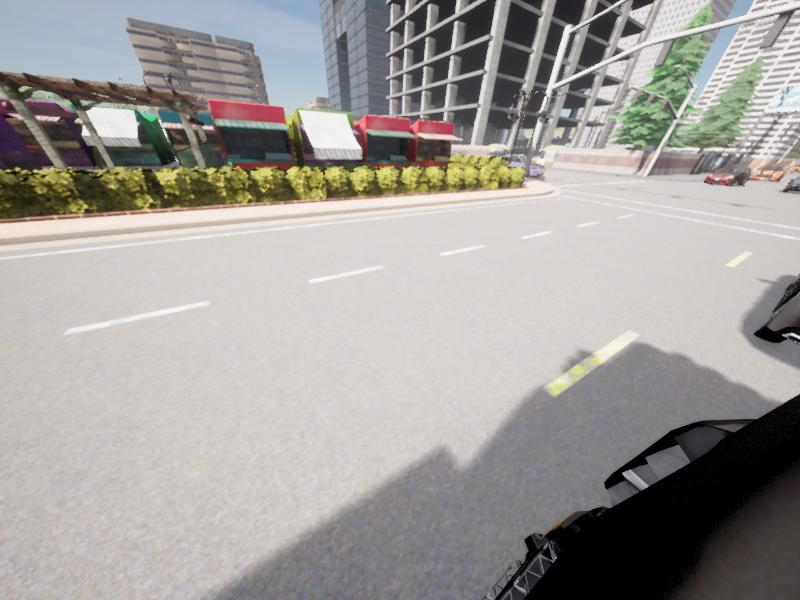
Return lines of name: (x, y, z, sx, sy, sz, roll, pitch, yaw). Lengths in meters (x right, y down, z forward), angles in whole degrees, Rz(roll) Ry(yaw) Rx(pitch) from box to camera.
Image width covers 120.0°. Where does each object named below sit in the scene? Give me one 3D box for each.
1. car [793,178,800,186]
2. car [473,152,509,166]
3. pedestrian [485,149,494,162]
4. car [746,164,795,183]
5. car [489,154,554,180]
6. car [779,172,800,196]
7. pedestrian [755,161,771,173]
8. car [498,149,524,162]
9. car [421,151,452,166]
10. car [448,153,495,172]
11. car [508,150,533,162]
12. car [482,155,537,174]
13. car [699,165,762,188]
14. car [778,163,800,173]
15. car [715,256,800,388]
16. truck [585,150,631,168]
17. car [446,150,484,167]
car: (44.897, -13.057, 24.832, 4.892, 1.490, 1.837, -16, 38, -25)
car: (13.802, -21.686, 35.498, 1.882, 1.535, 5.008, -16, 38, -25)
pedestrian: (15.824, -25.616, 40.868, 0.751, 1.860, 0.751, -17, 38, -26)
car: (45.338, -15.549, 28.294, 4.553, 1.767, 2.097, -16, 38, -25)
car: (11.187, -12.573, 21.700, 2.033, 1.649, 4.856, -16, 38, -25)
car: (32.853, -9.342, 18.597, 5.357, 1.411, 2.033, -20, 40, -30)
pedestrian: (70.845, -25.952, 45.044, 0.751, 1.860, 0.751, -12, 37, -21)
car: (21.870, -28.554, 45.677, 1.905, 1.878, 3.866, -16, 38, -25)
car: (4.754, -18.984, 30.950, 1.816, 1.474, 4.193, -16, 38, -25)
car: (8.001, -15.722, 26.306, 2.163, 1.488, 4.792, -16, 38, -25)
car: (24.429, -29.284, 46.930, 1.905, 1.878, 3.866, -16, 38, -25)
car: (12.208, -15.384, 26.155, 2.033, 1.411, 5.357, -16, 38, -25)
car: (31.021, -11.655, 21.741, 3.988, 1.617, 1.851, -10, 36, -19)
car: (92.964, -30.607, 53.784, 4.553, 1.767, 2.097, 10, 35, 11)
car: (6.925, -0.024, 2.971, 4.902, 1.511, 2.128, -16, 38, -25)
truck: (37.806, -25.850, 42.228, 2.615, 2.467, 5.204, -16, 38, -25)
car: (8.650, -19.079, 31.168, 2.242, 1.667, 4.611, -16, 38, -26)
